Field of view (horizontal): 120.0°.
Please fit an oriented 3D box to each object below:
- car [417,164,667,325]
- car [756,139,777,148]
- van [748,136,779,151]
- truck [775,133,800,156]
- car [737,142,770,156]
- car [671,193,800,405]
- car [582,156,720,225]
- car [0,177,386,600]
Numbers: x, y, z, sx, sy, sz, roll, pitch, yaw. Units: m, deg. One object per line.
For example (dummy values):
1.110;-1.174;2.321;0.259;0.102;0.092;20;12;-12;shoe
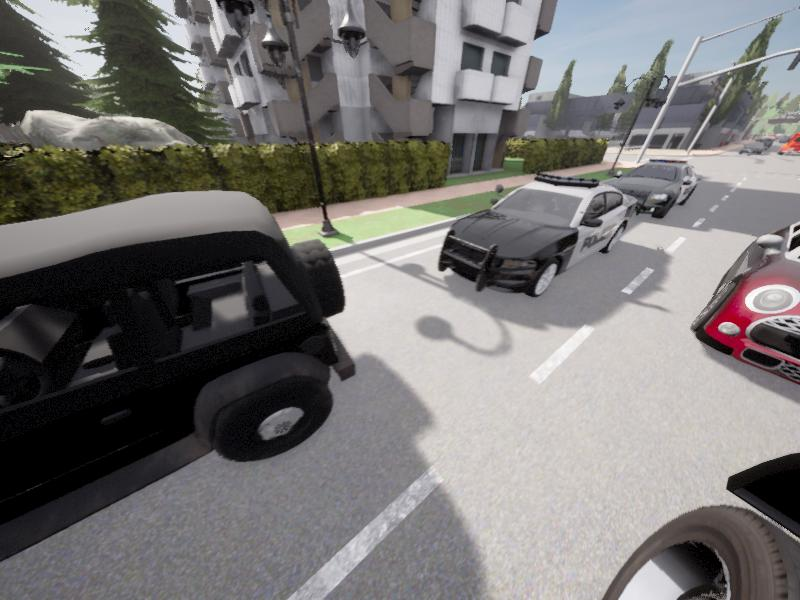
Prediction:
3.028;-1.652;4.798;5.238;1.638;1.930;-23;41;-29;car
76.827;-32.803;48.438;3.705;1.549;1.789;-23;41;-29;car
64.382;-27.735;40.948;4.480;2.038;2.069;-23;41;-29;van
53.239;-20.712;30.702;5.204;2.467;2.627;-23;41;-29;truck
48.933;-20.967;31.986;4.674;1.442;1.812;-23;41;-29;car
5.611;-0.144;2.790;3.806;1.475;1.970;-22;40;-28;car
9.279;-4.248;8.525;4.974;1.542;2.038;-23;41;-28;car
-2.285;0.432;1.669;3.866;1.878;1.905;-21;40;-27;car
